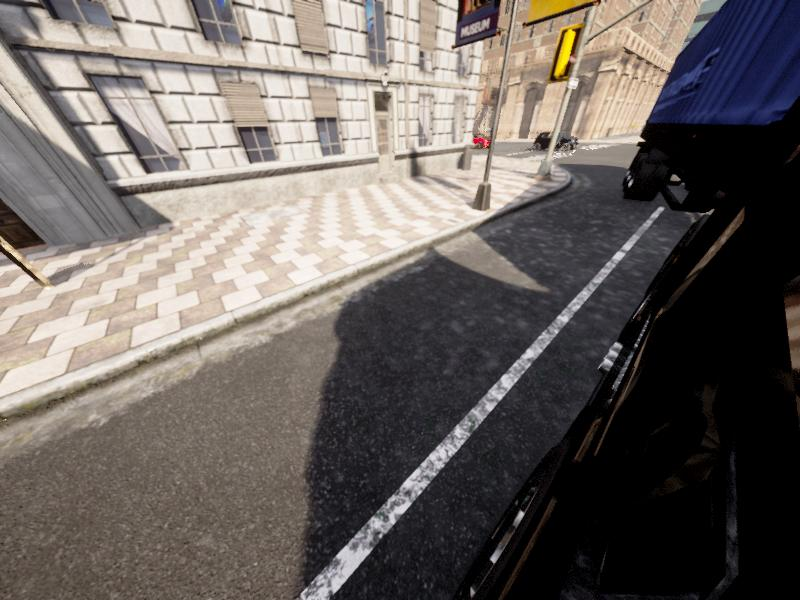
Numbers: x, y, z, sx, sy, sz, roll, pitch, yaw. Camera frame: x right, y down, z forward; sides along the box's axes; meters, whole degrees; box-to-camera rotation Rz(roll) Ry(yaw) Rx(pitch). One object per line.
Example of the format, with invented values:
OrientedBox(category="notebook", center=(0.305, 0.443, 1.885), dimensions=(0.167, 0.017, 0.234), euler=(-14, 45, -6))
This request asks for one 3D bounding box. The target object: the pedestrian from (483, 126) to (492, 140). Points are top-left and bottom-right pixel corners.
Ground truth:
OrientedBox(category="pedestrian", center=(14.320, -27.205, 37.692), dimensions=(0.751, 1.860, 0.751), euler=(-21, 41, -24))

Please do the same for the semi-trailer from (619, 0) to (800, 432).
OrientedBox(category="semi-trailer", center=(7.691, -4.122, 5.042), dimensions=(2.717, 4.402, 14.254), euler=(23, 43, 30))

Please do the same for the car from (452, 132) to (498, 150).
OrientedBox(category="car", center=(8.554, -18.337, 26.611), dimensions=(2.007, 1.525, 4.514), euler=(-28, 44, -31))

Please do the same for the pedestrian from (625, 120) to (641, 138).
OrientedBox(category="pedestrian", center=(31.818, -23.324, 31.520), dimensions=(0.751, 1.860, 0.751), euler=(-27, 43, -30))

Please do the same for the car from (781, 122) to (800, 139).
OrientedBox(category="car", center=(43.611, -18.361, 24.964), dimensions=(4.718, 1.301, 1.895), euler=(-28, 44, -31))

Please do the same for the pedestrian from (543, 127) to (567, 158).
OrientedBox(category="pedestrian", center=(11.576, -11.788, 17.290), dimensions=(0.751, 1.860, 0.751), euler=(-25, 42, -28))

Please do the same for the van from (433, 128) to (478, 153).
OrientedBox(category="van", center=(5.810, -17.150, 24.769), dimensions=(1.775, 1.987, 4.442), euler=(-28, 44, -31))

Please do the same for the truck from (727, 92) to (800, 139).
OrientedBox(category="truck", center=(41.743, -21.144, 26.695), dimensions=(8.468, 3.827, 2.891), euler=(-28, 44, -31))

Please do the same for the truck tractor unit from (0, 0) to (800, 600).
OrientedBox(category="truck tractor unit", center=(2.645, -0.295, 0.351), dimensions=(6.516, 4.208, 3.053), euler=(-28, 44, -30))

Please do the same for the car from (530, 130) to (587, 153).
OrientedBox(category="car", center=(14.337, -14.509, 21.135), dimensions=(1.845, 1.501, 3.633), euler=(-28, 44, -31))
